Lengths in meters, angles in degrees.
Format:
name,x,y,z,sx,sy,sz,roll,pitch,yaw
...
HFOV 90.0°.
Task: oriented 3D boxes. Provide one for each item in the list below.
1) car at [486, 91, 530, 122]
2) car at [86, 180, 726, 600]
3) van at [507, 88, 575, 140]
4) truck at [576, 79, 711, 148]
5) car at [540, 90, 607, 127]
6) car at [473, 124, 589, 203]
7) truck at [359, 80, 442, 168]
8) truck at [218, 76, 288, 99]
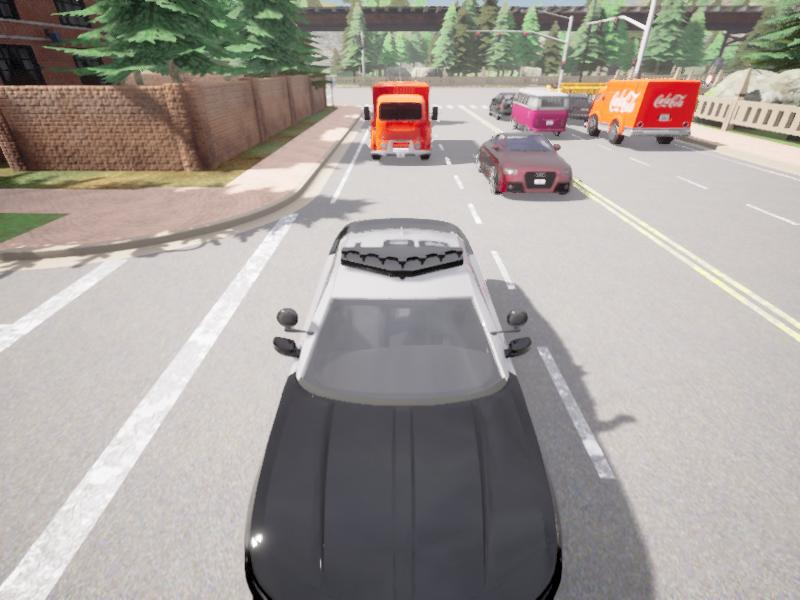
name,x,y,z,sx,sy,sz,roll,pitch,yaw
car,7.040,-12.886,26.486,1.789,1.549,3.705,0,30,0
car,0.020,0.326,3.816,1.930,1.638,5.238,0,30,0
van,7.035,-9.648,20.524,1.775,1.987,4.442,0,30,0
truck,10.536,-8.550,18.108,2.627,2.467,5.204,0,28,0
car,10.538,-11.934,24.786,2.033,1.649,4.856,0,30,0
car,3.526,-4.140,11.720,1.994,1.385,4.181,0,30,0
truck,0.035,-7.013,15.517,2.627,2.467,5.204,0,31,0
truck,-15.656,-22.839,42.963,6.274,2.098,2.390,0,30,0
